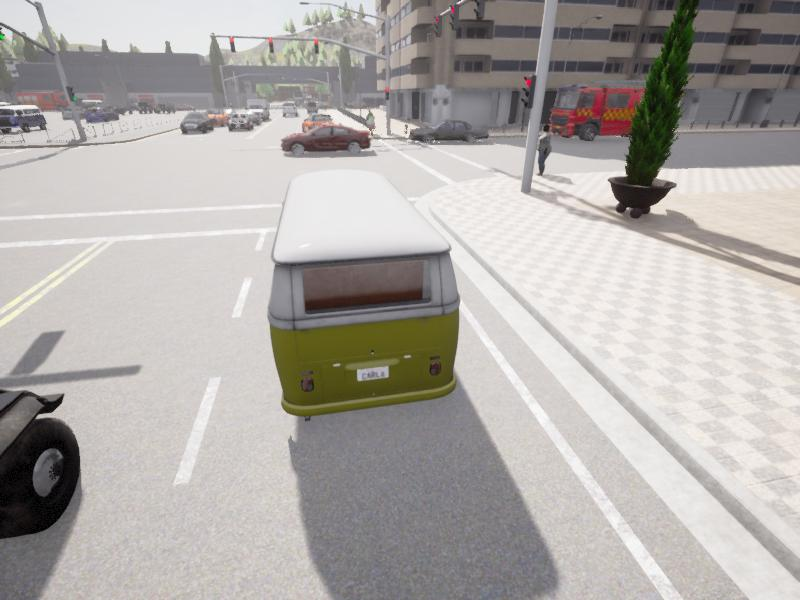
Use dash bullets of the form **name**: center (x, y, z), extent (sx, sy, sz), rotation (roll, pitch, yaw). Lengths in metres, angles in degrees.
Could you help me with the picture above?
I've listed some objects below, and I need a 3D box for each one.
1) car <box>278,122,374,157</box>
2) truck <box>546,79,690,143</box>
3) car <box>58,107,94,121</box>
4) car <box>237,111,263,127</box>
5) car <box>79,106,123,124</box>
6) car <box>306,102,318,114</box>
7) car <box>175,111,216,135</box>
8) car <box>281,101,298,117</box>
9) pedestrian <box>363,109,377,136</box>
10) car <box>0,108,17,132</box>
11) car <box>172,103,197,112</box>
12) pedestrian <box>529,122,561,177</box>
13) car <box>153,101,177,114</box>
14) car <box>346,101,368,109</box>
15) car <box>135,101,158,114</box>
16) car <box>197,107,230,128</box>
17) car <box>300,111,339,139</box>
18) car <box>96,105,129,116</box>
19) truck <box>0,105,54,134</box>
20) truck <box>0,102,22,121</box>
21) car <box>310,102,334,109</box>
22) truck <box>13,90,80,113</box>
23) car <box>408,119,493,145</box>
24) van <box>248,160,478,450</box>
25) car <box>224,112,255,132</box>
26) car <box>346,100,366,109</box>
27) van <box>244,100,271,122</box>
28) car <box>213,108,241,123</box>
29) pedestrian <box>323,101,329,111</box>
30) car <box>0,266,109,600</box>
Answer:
- **car**: center (-4.118, -9.057, 22.512), extent (5.008, 1.535, 1.882), rotation (-6, 28, -11)
- **truck**: center (15.433, -13.625, 28.815), extent (8.468, 3.827, 2.891), rotation (-5, 28, -10)
- **car**: center (-42.056, -24.254, 52.033), extent (1.970, 1.475, 3.806), rotation (-5, 28, -10)
- **car**: center (-16.647, -20.207, 44.483), extent (1.994, 1.385, 4.181), rotation (-5, 28, -10)
- **car**: center (-35.286, -21.938, 47.356), extent (2.242, 1.667, 4.611), rotation (-5, 28, -10)
- **car**: center (-16.087, -35.319, 73.356), extent (1.905, 1.878, 3.866), rotation (-5, 28, -10)
- **car**: center (-18.344, -16.081, 36.175), extent (2.033, 1.649, 4.856), rotation (-5, 28, -10)
- **car**: center (-17.260, -29.986, 62.789), extent (2.150, 2.045, 5.566), rotation (-5, 28, -10)
- **pedestrian**: center (-2.312, -13.722, 30.903), extent (0.751, 1.860, 0.751), rotation (-17, 31, -29)
- **car**: center (-35.169, -15.059, 33.592), extent (1.932, 1.855, 4.605), rotation (-5, 28, -10)
- **car**: center (-43.408, -38.772, 80.643), extent (3.806, 1.475, 1.970), rotation (-5, 28, -10)
- **pedestrian**: center (5.417, -5.649, 15.063), extent (0.751, 1.860, 0.751), rotation (4, 27, 7)
- **car**: center (-39.951, -32.772, 68.084), extent (1.932, 1.855, 4.605), rotation (-5, 28, -10)
- **car**: center (-10.073, -45.264, 92.951), extent (4.856, 1.649, 2.033), rotation (-5, 28, -10)
- **car**: center (-42.800, -32.535, 67.633), extent (1.905, 1.878, 3.866), rotation (-5, 28, -10)
- **car**: center (-19.894, -19.661, 42.962), extent (2.097, 1.767, 4.553), rotation (-5, 28, -10)
- **car**: center (-6.552, -14.200, 32.312), extent (2.097, 1.767, 4.553), rotation (-10, 29, -19)
- **car**: center (-44.211, -29.199, 61.650), extent (2.033, 1.415, 5.357), rotation (-5, 28, -10)
- **truck**: center (-32.343, -15.433, 34.110), extent (2.069, 2.038, 4.478), rotation (-5, 28, -10)
- **truck**: center (-50.564, -23.762, 50.351), extent (2.069, 2.038, 4.478), rotation (-5, 28, -10)
- **car**: center (-18.582, -46.484, 95.460), extent (5.008, 1.535, 1.882), rotation (8, 28, 15)
- **truck**: center (-67.363, -37.947, 76.402), extent (8.468, 3.827, 2.891), rotation (-5, 28, -9)
- **car**: center (3.360, -11.511, 27.377), extent (5.357, 1.411, 2.033), rotation (-3, 27, -7)
- **van**: center (-0.681, -0.527, 5.471), extent (1.775, 1.987, 4.442), rotation (-5, 28, -10)
- **car**: center (-15.224, -17.036, 38.189), extent (1.970, 1.475, 3.806), rotation (-5, 28, -10)
- **car**: center (-10.529, -46.955, 95.993), extent (4.605, 1.855, 1.932), rotation (-5, 28, -10)
- **van**: center (-18.384, -24.598, 51.879), extent (2.351, 2.431, 6.366), rotation (-5, 28, -10)
- **car**: center (-21.408, -22.945, 49.701), extent (2.163, 1.488, 4.792), rotation (-5, 28, -10)
- **pedestrian**: center (-14.965, -39.290, 81.042), extent (0.751, 1.860, 0.751), rotation (-14, 30, -25)
- **car**: center (-3.360, 1.530, 1.574), extent (1.905, 1.878, 3.866), rotation (-5, 28, -10)
